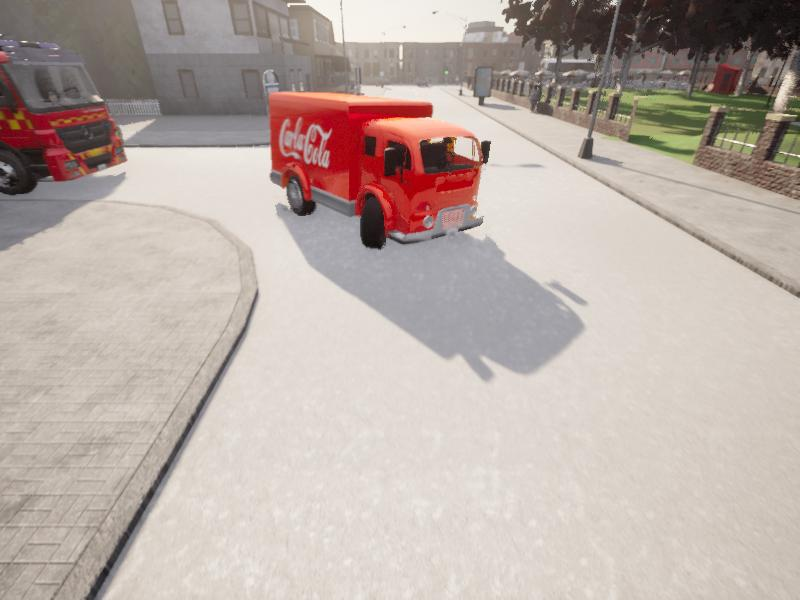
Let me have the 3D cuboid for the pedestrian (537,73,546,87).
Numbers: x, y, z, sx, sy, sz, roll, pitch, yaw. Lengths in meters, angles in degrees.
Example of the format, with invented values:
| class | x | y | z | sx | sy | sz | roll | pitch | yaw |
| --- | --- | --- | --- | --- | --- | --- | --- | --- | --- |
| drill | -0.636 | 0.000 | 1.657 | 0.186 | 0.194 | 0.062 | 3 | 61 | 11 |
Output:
| class | x | y | z | sx | sy | sz | roll | pitch | yaw |
| --- | --- | --- | --- | --- | --- | --- | --- | --- | --- |
| pedestrian | 22.598 | -35.121 | 63.874 | 0.751 | 1.860 | 0.751 | 0 | 30 | 0 |

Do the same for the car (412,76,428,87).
| class | x | y | z | sx | sy | sz | roll | pitch | yaw |
| --- | --- | --- | --- | --- | --- | --- | --- | --- | --- |
| car | 3.325 | -36.442 | 66.727 | 1.845 | 1.501 | 3.633 | -6 | 31 | -10 |

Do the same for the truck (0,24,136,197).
| class | x | y | z | sx | sy | sz | roll | pitch | yaw |
| --- | --- | --- | --- | --- | --- | --- | --- | --- | --- |
| truck | -12.959 | -5.138 | 10.984 | 8.468 | 3.827 | 2.891 | 0 | 30 | 0 |

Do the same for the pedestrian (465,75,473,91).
| class | x | y | z | sx | sy | sz | roll | pitch | yaw |
| --- | --- | --- | --- | --- | --- | --- | --- | --- | --- |
| pedestrian | 9.258 | -29.110 | 53.606 | 0.751 | 1.860 | 0.751 | 1 | 30 | 2 |

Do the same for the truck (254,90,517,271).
| class | x | y | z | sx | sy | sz | roll | pitch | yaw |
| --- | --- | --- | --- | --- | --- | --- | --- | --- | --- |
| truck | -0.657 | -2.971 | 8.610 | 2.627 | 2.467 | 5.204 | -20 | 36 | -35 |

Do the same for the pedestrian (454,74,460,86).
| class | x | y | z | sx | sy | sz | roll | pitch | yaw |
| --- | --- | --- | --- | --- | --- | --- | --- | --- | --- |
| pedestrian | 9.746 | -37.590 | 68.313 | 0.751 | 1.860 | 0.751 | 2 | 30 | 3 |

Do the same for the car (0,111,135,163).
| class | x | y | z | sx | sy | sz | roll | pitch | yaw |
| --- | --- | --- | --- | --- | --- | --- | --- | --- | --- |
| car | -13.001 | -6.139 | 14.969 | 4.514 | 1.525 | 2.007 | 0 | 30 | 0 |

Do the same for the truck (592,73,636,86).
| class | x | y | z | sx | sy | sz | roll | pitch | yaw |
| --- | --- | --- | --- | --- | --- | --- | --- | --- | --- |
| truck | 38.187 | -39.497 | 71.618 | 6.274 | 2.098 | 2.390 | 0 | 30 | 0 |

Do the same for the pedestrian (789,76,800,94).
| class | x | y | z | sx | sy | sz | roll | pitch | yaw |
| --- | --- | --- | --- | --- | --- | --- | --- | --- | --- |
| pedestrian | 46.932 | -25.361 | 47.220 | 0.751 | 1.860 | 0.751 | 12 | 33 | 20 |

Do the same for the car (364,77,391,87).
| class | x | y | z | sx | sy | sz | roll | pitch | yaw |
| --- | --- | --- | --- | --- | --- | --- | --- | --- | --- |
| car | -4.058 | -39.111 | 71.803 | 4.674 | 1.442 | 1.812 | 0 | 30 | 0 |

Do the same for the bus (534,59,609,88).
| class | x | y | z | sx | sy | sz | roll | pitch | yaw |
| --- | --- | --- | --- | --- | --- | --- | --- | --- | --- |
| bus | 28.843 | -38.380 | 67.771 | 10.273 | 4.253 | 3.944 | 0 | 30 | 0 |

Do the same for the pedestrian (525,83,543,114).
| class | x | y | z | sx | sy | sz | roll | pitch | yaw |
| --- | --- | --- | --- | --- | --- | --- | --- | --- | --- |
| pedestrian | 9.360 | -14.095 | 27.976 | 0.751 | 1.860 | 0.751 | 0 | 30 | 0 |

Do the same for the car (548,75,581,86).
| class | x | y | z | sx | sy | sz | roll | pitch | yaw |
| --- | --- | --- | --- | --- | --- | --- | --- | --- | --- |
| car | 29.452 | -39.347 | 71.682 | 5.008 | 1.535 | 1.882 | 0 | 30 | 0 |
